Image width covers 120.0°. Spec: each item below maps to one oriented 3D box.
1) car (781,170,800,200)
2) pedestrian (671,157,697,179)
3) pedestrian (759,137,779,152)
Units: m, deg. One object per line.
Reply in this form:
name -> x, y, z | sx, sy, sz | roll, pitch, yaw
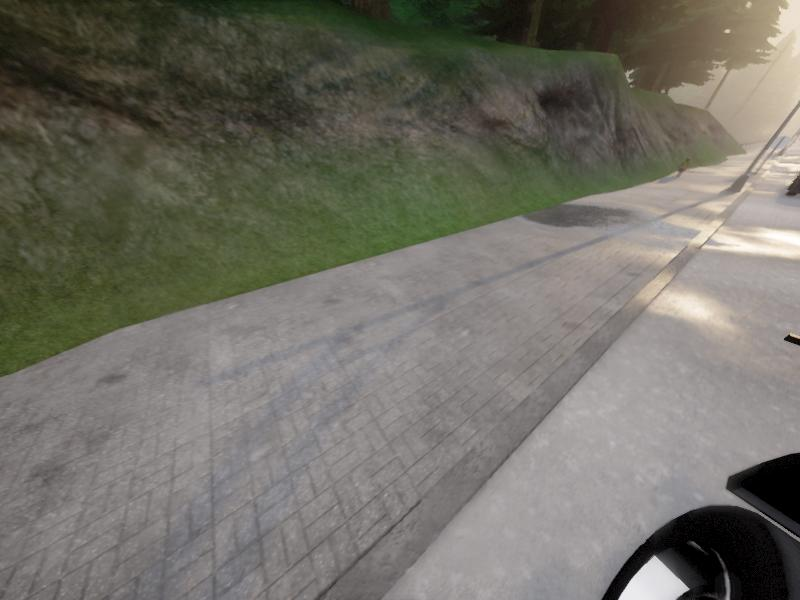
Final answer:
car -> 19.077, -5.331, 9.872 | 4.611, 1.667, 2.242 | -22, 41, -28
pedestrian -> 16.840, -7.845, 13.725 | 0.500, 1.100, 0.500 | 25, 43, 31
pedestrian -> 55.152, -23.209, 34.555 | 0.751, 1.860, 0.751 | -27, 43, -32
